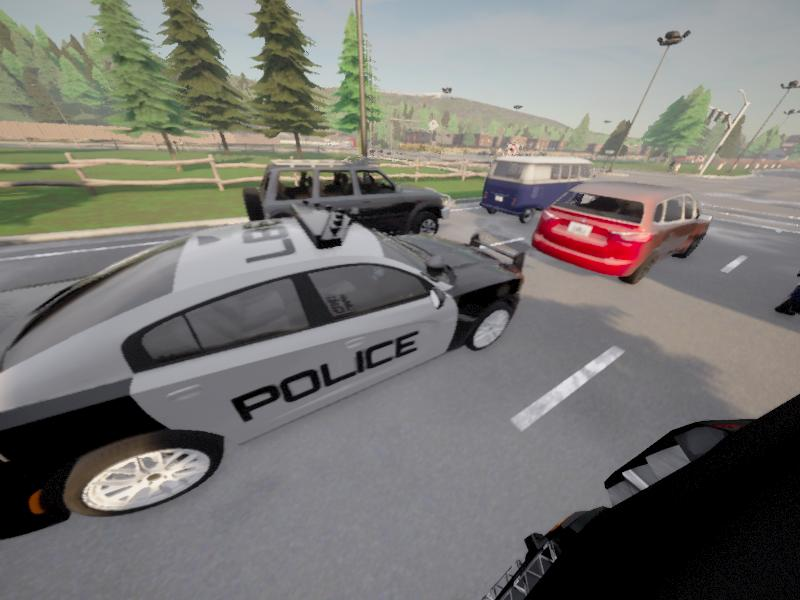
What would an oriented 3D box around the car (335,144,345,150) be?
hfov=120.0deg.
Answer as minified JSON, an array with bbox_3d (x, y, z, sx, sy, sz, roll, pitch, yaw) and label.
[{"bbox_3d":[-20.231,-51.408,77.627,1.970,1.475,3.806,-16,38,-25],"label":"car"}]

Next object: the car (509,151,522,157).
[{"bbox_3d":[41.008,-51.595,81.782,3.988,1.617,1.851,-16,38,-26],"label":"car"}]

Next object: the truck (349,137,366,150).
[{"bbox_3d":[-15.229,-55.316,81.572,2.891,3.827,8.468,-16,38,-25],"label":"truck"}]

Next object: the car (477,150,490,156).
[{"bbox_3d":[30.102,-52.914,83.067,4.193,1.474,1.816,-16,38,-26],"label":"car"}]

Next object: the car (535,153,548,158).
[{"bbox_3d":[54.049,-55.364,88.271,4.193,1.474,1.816,-16,38,-26],"label":"car"}]

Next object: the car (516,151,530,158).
[{"bbox_3d":[42.169,-49.818,78.912,3.866,1.878,1.905,-16,38,-26],"label":"car"}]

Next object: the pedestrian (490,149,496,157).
[{"bbox_3d":[25.660,-40.391,63.524,0.751,1.860,0.751,-14,37,-22],"label":"pedestrian"}]

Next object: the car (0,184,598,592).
[{"bbox_3d":[-0.644,-0.124,2.508,5.238,1.638,1.930,-16,38,-25],"label":"car"}]

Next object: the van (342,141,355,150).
[{"bbox_3d":[-17.753,-53.310,79.678,2.351,2.431,6.366,-16,38,-25],"label":"van"}]

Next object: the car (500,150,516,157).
[{"bbox_3d":[35.383,-47.811,75.562,4.553,1.767,2.097,-16,38,-26],"label":"car"}]

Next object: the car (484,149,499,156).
[{"bbox_3d":[32.071,-51.393,80.587,4.605,1.855,1.932,-16,38,-26],"label":"car"}]

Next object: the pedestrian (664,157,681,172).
[{"bbox_3d":[42.157,-20.996,35.792,0.751,1.860,0.751,-14,37,-22],"label":"pedestrian"}]

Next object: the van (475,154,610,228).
[{"bbox_3d":[5.278,-4.221,8.671,4.442,1.987,1.775,-16,38,-25],"label":"van"}]

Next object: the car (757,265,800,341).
[{"bbox_3d":[8.126,-0.260,3.592,4.718,1.301,1.895,-16,38,-25],"label":"car"}]

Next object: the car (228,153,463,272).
[{"bbox_3d":[-1.039,-2.358,5.588,4.605,1.855,1.932,-16,38,-25],"label":"car"}]

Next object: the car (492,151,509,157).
[{"bbox_3d":[34.026,-49.571,78.307,5.366,1.575,1.801,-16,38,-26],"label":"car"}]

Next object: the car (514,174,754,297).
[{"bbox_3d":[5.419,-1.884,5.492,4.611,1.667,2.242,-16,38,-26],"label":"car"}]
